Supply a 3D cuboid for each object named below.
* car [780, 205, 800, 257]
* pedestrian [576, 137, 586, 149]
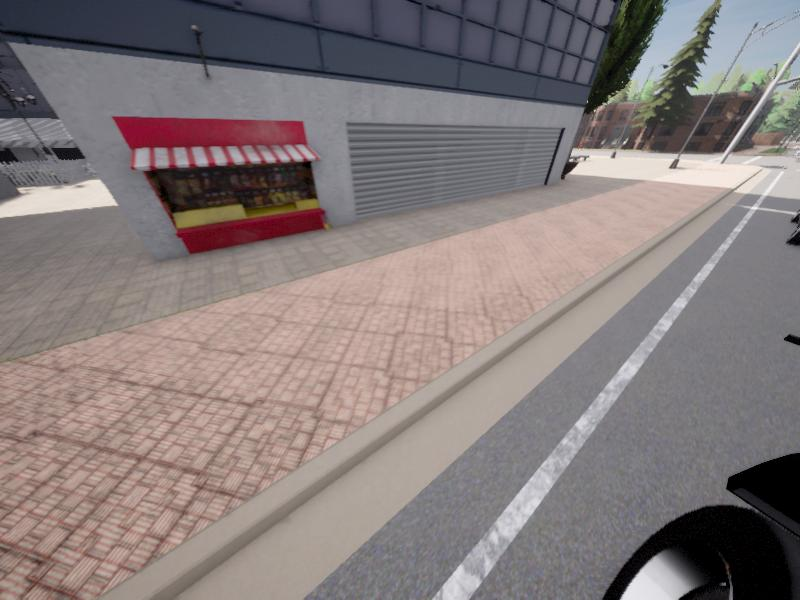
[{"bbox_3d":[11.485,-2.167,5.438,5.238,1.638,1.930,-22,40,-28],"label":"car"},{"bbox_3d":[33.960,-29.351,43.276,0.751,1.860,0.751,-29,44,-34],"label":"pedestrian"}]
